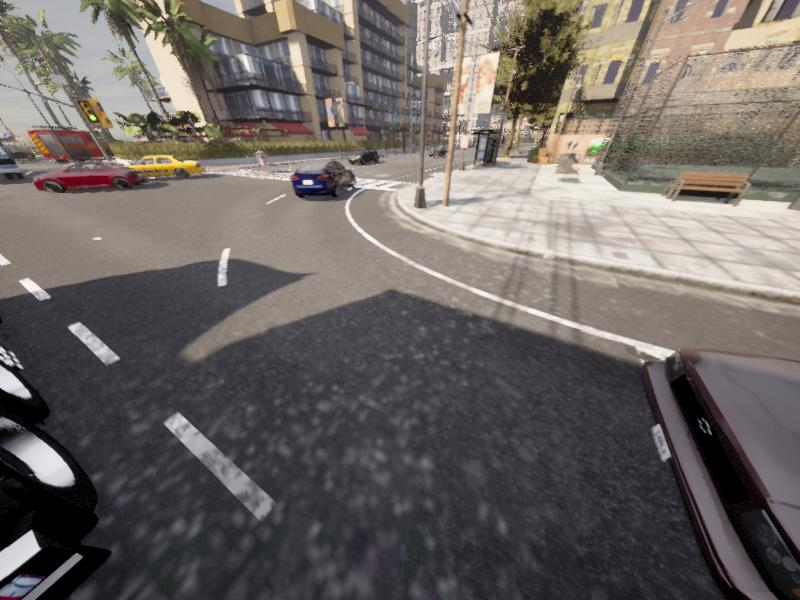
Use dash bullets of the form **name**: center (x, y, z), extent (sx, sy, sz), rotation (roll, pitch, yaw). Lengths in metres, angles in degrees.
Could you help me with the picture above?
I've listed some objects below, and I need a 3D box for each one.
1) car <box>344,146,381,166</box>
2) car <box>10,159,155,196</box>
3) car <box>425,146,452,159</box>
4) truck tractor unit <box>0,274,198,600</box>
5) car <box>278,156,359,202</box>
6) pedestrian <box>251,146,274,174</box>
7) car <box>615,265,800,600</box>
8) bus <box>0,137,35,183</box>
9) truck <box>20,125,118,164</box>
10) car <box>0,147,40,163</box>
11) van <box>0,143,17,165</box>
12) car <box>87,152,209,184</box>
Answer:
- **car**: center (-3.985, -15.795, 25.286), extent (1.851, 1.617, 3.988), rotation (17, 38, 23)
- **car**: center (-17.003, -6.853, 12.790), extent (4.181, 1.385, 1.994), rotation (-15, 38, -20)
- **car**: center (5.803, -21.915, 34.159), extent (2.033, 1.411, 5.357), rotation (17, 38, 23)
- **truck tractor unit**: center (-5.128, -0.283, 0.760), extent (6.516, 4.208, 3.053), rotation (18, 39, 23)
- **car**: center (-3.779, -6.353, 11.847), extent (2.163, 1.488, 4.792), rotation (2, 35, 4)
- **pedestrian**: center (-10.929, -11.110, 18.366), extent (0.751, 1.860, 0.751), rotation (16, 38, 22)
- **car**: center (4.392, 1.531, 0.539), extent (5.357, 1.411, 2.033), rotation (17, 39, 24)
- **bus**: center (-31.264, -10.975, 16.316), extent (10.273, 4.253, 3.944), rotation (22, 41, 28)
- **truck**: center (-44.127, -21.209, 31.488), extent (2.891, 3.827, 8.468), rotation (-12, 37, -16)
- **car**: center (-54.873, -20.298, 32.209), extent (2.152, 1.651, 5.027), rotation (-7, 35, -10)
- **van**: center (-48.935, -16.793, 26.324), extent (1.988, 2.561, 5.915), rotation (-14, 37, -18)
- **car**: center (-16.965, -9.275, 16.076), extent (5.366, 1.575, 1.801), rotation (-19, 39, -24)
